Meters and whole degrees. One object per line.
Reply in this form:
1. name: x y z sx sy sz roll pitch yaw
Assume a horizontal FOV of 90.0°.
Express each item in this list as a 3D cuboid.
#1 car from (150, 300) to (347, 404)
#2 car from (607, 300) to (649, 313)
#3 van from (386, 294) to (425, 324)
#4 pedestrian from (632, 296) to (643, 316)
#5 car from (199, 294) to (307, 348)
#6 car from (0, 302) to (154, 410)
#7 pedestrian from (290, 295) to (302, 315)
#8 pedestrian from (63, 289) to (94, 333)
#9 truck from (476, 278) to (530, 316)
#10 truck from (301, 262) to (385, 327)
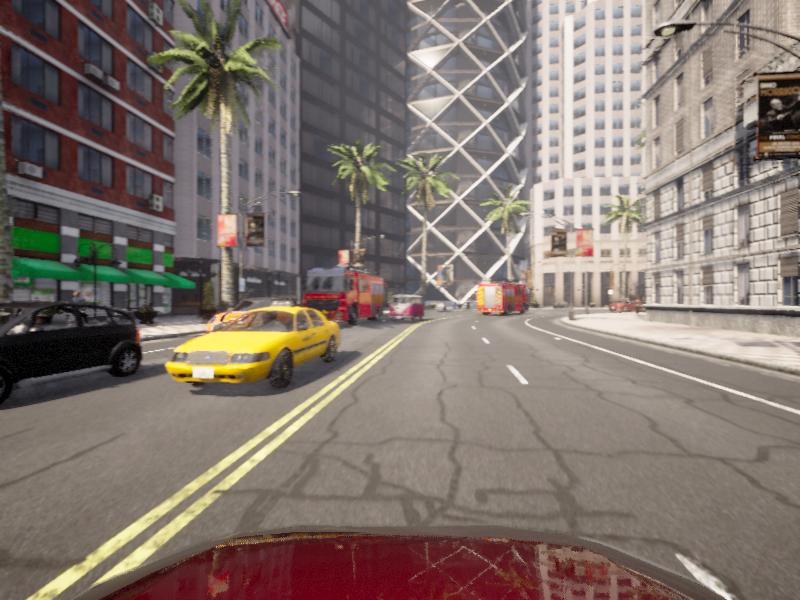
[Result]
1. car: -2.739 0.799 8.878 1.801 1.575 5.366 0 0 7
2. car: 30.665 0.858 53.814 5.027 1.651 2.152 0 0 -18
3. van: 0.515 0.611 29.653 1.775 1.987 4.442 0 0 16
4. pedestrian: 21.936 0.540 36.941 0.751 1.860 0.751 0 0 36
5. car: -5.452 0.690 15.630 2.097 1.767 4.553 0 0 7
6. car: -6.506 0.808 7.034 1.789 1.549 3.705 0 0 7
7. pedestrian: -9.777 0.481 37.566 0.751 1.860 0.751 0 0 22
8. pedestrian: -13.970 0.466 17.399 0.751 1.860 0.751 0 0 7
9. truck: 11.707 -0.282 44.743 2.891 3.827 8.468 0 0 36
10. truck: -3.575 -0.318 27.838 2.891 3.827 8.468 0 0 14
